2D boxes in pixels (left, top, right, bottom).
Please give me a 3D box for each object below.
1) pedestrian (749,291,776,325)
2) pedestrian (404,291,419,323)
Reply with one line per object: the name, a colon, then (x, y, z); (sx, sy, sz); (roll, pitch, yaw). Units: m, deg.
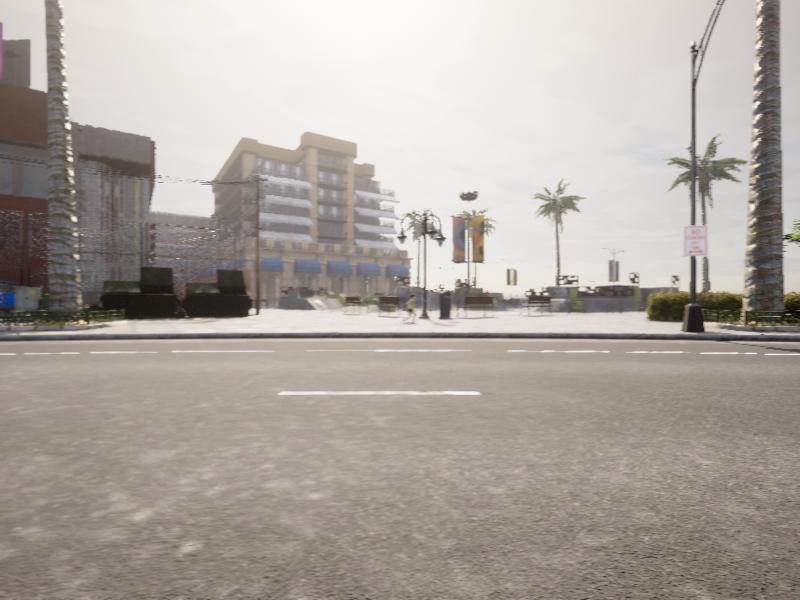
pedestrian: (11.964, 0.248, 13.211); (0.500, 1.100, 0.500); (0, 0, 16)
pedestrian: (0.403, 0.245, 14.070); (0.500, 1.100, 0.500); (0, 0, 3)
